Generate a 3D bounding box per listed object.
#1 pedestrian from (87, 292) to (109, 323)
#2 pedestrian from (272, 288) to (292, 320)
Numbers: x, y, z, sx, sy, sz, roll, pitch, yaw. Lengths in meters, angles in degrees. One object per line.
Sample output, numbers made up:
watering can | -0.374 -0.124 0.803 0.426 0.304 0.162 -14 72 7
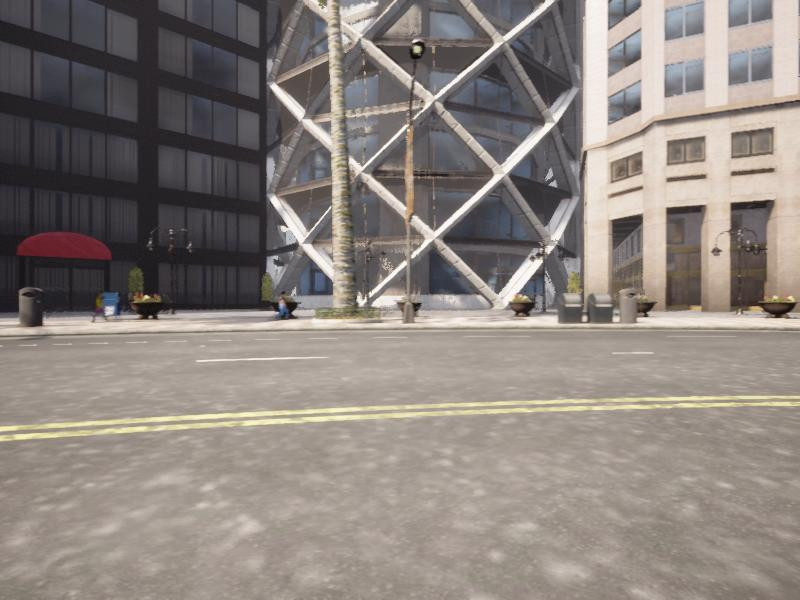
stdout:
pedestrian | -11.094 0.265 14.705 0.500 1.100 0.500 0 0 -17
pedestrian | -4.881 0.165 16.495 0.751 1.300 0.751 0 0 -20
